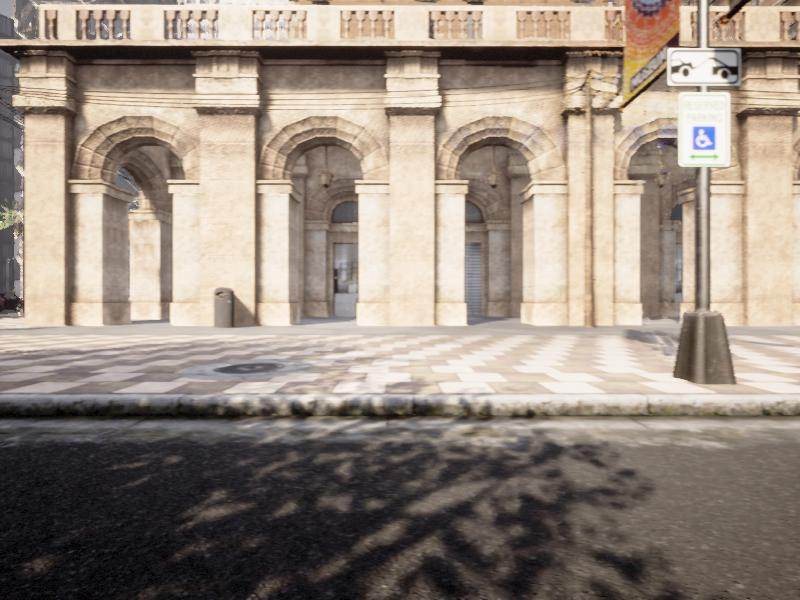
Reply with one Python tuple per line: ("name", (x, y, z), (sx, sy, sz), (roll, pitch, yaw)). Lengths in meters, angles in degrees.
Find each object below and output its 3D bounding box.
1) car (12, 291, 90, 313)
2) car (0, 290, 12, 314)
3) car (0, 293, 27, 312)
("car", (-28.804, 0.162, 33.324), (1.930, 1.638, 5.238), (0, 0, 0))
("car", (-28.817, 0.147, 26.218), (2.242, 1.667, 4.611), (0, 0, 0))
("car", (-32.310, 0.217, 31.822), (1.845, 1.501, 3.633), (0, 0, 0))
